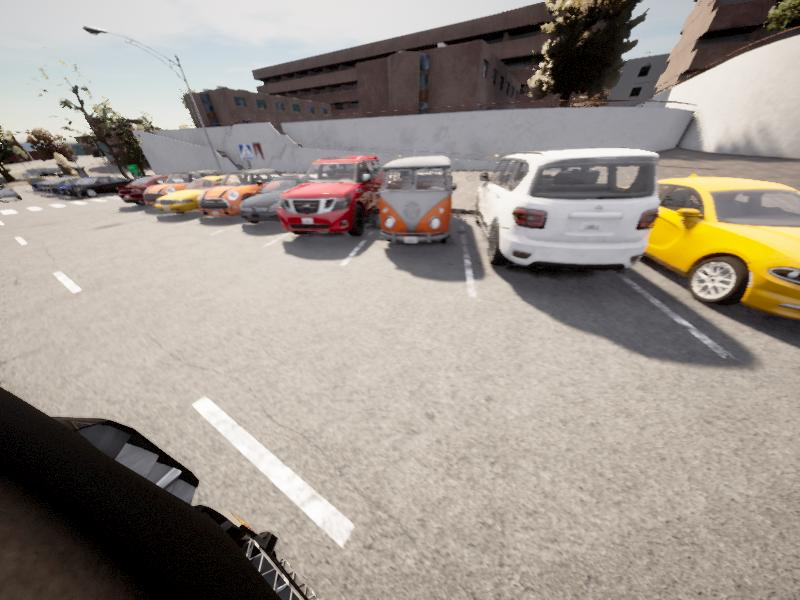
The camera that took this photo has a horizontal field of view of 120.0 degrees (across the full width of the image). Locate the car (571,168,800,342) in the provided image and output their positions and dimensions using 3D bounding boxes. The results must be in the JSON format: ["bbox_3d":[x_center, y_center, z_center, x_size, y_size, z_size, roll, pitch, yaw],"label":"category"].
[{"bbox_3d":[5.791,-1.445,4.379,2.097,1.535,5.008,4,33,9],"label":"car"}]

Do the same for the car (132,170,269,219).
[{"bbox_3d":[-9.681,-5.693,12.063,1.946,1.575,5.366,4,33,10],"label":"car"}]

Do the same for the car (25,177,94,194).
[{"bbox_3d":[-47.770,-16.204,32.615,2.097,1.535,5.008,5,33,14],"label":"car"}]

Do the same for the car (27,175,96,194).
[{"bbox_3d":[-45.301,-15.594,31.126,2.185,1.767,4.553,5,33,13],"label":"car"}]

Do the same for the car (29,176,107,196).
[{"bbox_3d":[-40.336,-14.033,28.316,2.231,1.521,4.892,4,32,12],"label":"car"}]

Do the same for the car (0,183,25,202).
[{"bbox_3d":[-40.629,-10.955,23.523,3.633,1.501,1.845,16,37,28],"label":"car"}]

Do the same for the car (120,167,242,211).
[{"bbox_3d":[-12.225,-6.619,13.498,2.185,1.767,4.553,3,33,10],"label":"car"}]

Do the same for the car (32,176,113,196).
[{"bbox_3d":[-37.826,-13.333,26.921,2.231,1.521,4.892,3,32,12],"label":"car"}]

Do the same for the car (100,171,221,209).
[{"bbox_3d":[-14.804,-7.194,14.856,2.097,1.535,5.008,3,33,10],"label":"car"}]

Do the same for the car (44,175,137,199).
[{"bbox_3d":[-30.205,-11.303,22.856,2.097,1.535,5.008,3,33,10],"label":"car"}]

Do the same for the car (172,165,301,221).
[{"bbox_3d":[-7.081,-5.199,10.863,2.185,1.767,4.553,4,33,10],"label":"car"}]

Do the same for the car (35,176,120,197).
[{"bbox_3d":[-35.299,-12.644,25.545,2.231,1.521,4.892,3,32,12],"label":"car"}]

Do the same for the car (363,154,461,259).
[{"bbox_3d":[0.612,-3.040,6.760,1.878,1.987,4.442,4,33,9],"label":"car"}]

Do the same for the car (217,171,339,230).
[{"bbox_3d":[-4.507,-4.329,9.616,2.002,1.452,4.674,4,33,10],"label":"car"}]

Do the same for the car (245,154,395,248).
[{"bbox_3d":[-1.944,-3.834,8.123,2.435,2.045,5.566,4,33,9],"label":"car"}]

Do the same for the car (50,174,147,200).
[{"bbox_3d":[-27.649,-10.632,21.518,2.097,1.535,5.008,3,32,10],"label":"car"}]

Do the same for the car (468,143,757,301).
[{"bbox_3d":[3.205,-2.407,5.562,2.435,2.045,5.566,4,33,10],"label":"car"}]
